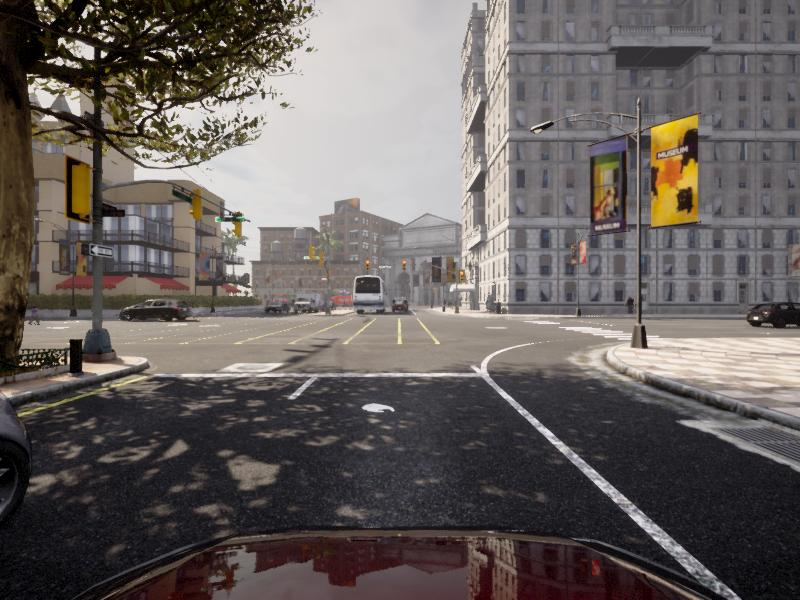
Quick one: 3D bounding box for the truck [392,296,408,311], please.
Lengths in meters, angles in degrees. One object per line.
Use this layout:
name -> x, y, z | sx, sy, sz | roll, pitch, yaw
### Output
truck -> 0.000, 0.534, 59.649 | 2.390, 2.098, 6.274 | 0, 0, 0

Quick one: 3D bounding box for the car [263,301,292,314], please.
car -> -15.001, 0.888, 49.342 | 2.033, 1.411, 5.357 | 0, 0, 0

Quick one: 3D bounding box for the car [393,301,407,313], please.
car -> -0.022, 0.862, 52.172 | 1.812, 1.442, 4.674 | 0, 0, 0

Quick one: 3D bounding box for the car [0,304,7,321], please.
car -> -32.471, 0.939, 29.711 | 4.718, 1.301, 1.895 | 0, 0, 0

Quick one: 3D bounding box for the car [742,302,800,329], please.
car -> 22.546, 0.851, 23.029 | 4.193, 1.474, 1.816 | 0, 0, 0

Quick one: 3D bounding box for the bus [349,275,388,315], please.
bus -> -3.622, -0.541, 48.601 | 3.944, 4.253, 10.273 | 0, 0, 0

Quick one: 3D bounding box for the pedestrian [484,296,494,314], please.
pedestrian -> 9.215, 0.479, 41.250 | 0.751, 1.860, 0.751 | 0, 0, -16

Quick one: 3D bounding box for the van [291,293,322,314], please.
van -> -11.502, 0.371, 49.802 | 2.351, 2.431, 6.366 | 0, 0, 0

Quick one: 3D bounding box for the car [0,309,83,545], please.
car -> -3.492, 0.826, 1.425 | 1.845, 1.501, 3.633 | 0, 0, 0

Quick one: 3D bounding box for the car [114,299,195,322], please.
car -> -18.183, 0.752, 29.787 | 4.611, 1.667, 2.242 | 0, 0, 0

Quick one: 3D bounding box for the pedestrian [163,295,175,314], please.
pedestrian -> -22.692, 0.479, 39.332 | 0.751, 1.860, 0.751 | 0, 0, 10

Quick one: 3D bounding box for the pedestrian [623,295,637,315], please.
pedestrian -> 21.162, 0.480, 36.821 | 0.751, 1.860, 0.751 | 0, 0, -5
